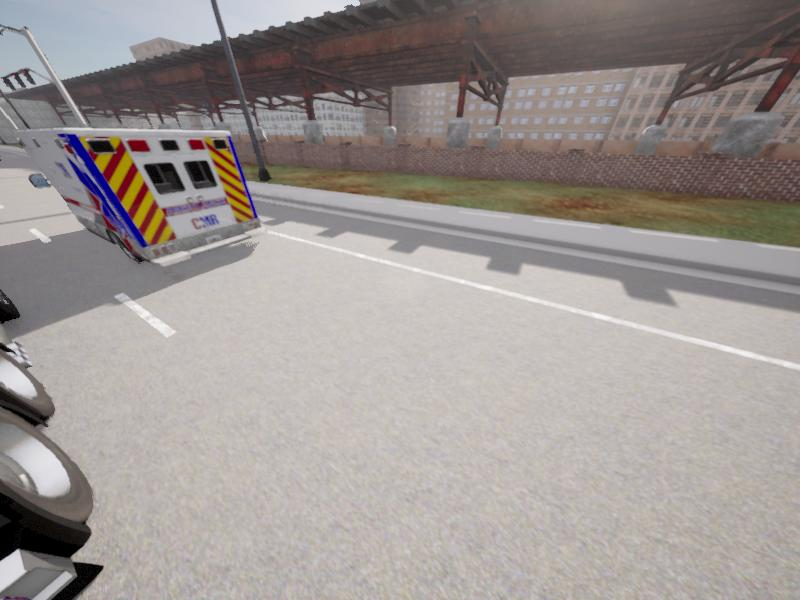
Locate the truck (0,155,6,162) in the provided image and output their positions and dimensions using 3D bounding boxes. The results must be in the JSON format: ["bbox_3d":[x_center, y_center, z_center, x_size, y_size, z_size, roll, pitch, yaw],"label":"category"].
[{"bbox_3d":[-45.644,-16.532,23.743,8.468,3.827,2.891,19,39,23],"label":"truck"}]

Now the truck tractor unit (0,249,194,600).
[{"bbox_3d":[-5.080,-0.333,0.808,6.516,4.208,3.053,20,39,25],"label":"truck tractor unit"}]

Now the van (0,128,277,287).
[{"bbox_3d":[-6.575,-2.744,5.837,6.366,2.431,2.351,18,39,24],"label":"van"}]
